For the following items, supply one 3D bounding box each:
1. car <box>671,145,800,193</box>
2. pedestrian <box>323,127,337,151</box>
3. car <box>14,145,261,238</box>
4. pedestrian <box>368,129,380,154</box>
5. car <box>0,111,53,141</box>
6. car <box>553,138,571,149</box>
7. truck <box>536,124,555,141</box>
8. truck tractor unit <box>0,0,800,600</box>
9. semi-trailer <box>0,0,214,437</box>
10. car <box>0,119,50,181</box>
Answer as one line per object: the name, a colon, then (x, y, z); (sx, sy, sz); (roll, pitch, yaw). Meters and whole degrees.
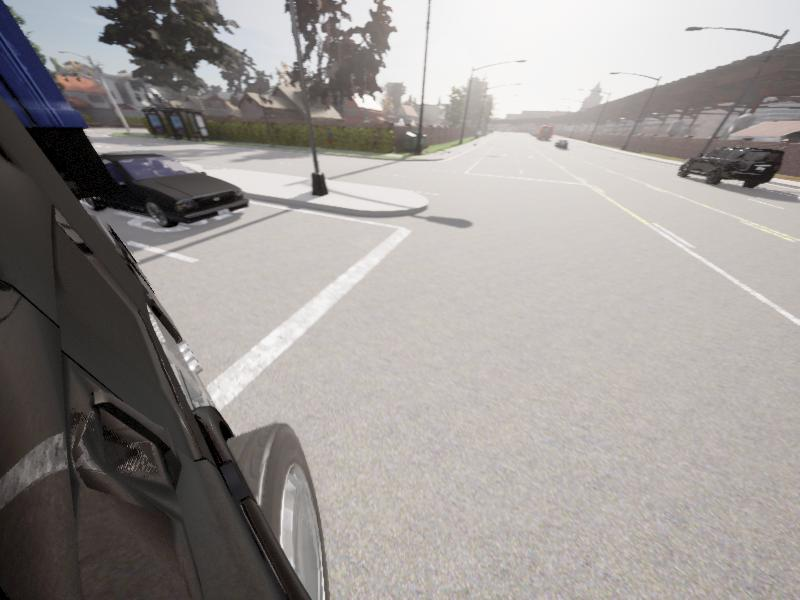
car: (21.538, -8.892, 15.294); (2.150, 2.045, 5.566); (14, 38, 15)
pedestrian: (-6.759, -15.669, 22.460); (0.751, 1.860, 0.751); (14, 38, 14)
car: (-6.943, -3.185, 6.343); (5.357, 1.411, 2.033); (14, 38, 15)
pedestrian: (-2.396, -14.809, 21.582); (0.751, 1.860, 0.751); (14, 38, 15)
car: (-35.696, -15.924, 21.090); (5.566, 2.045, 2.150); (14, 38, 15)
car: (32.158, -31.184, 45.980); (1.970, 1.475, 3.806); (15, 39, 15)
truck: (44.585, -51.649, 71.041); (2.891, 3.827, 8.468); (15, 39, 15)
truck tractor unit: (-2.645, -0.295, 0.351); (6.516, 4.208, 3.053); (28, 44, 30)
semi-trailer: (-9.598, -2.757, 3.057); (14.254, 4.402, 2.717); (16, 39, 17)
car: (-16.942, -5.951, 9.005); (3.866, 1.878, 1.905); (14, 38, 15)
